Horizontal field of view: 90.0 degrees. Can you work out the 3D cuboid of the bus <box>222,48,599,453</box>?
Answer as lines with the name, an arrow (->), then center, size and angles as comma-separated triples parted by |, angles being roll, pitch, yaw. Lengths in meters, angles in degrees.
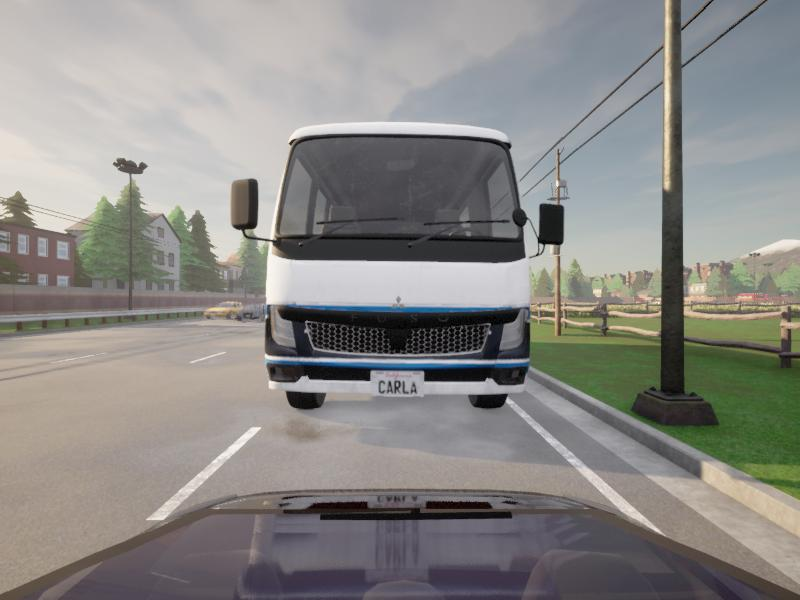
bus -> 0.081, -0.545, 9.389 | 3.944, 4.253, 10.273 | 1, 0, 0

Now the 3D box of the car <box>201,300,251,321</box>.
car -> -14.191, 0.801, 32.967 | 1.801, 1.575, 5.366 | 0, 0, 0

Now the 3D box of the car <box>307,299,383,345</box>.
car -> -2.076, 0.785, 16.777 | 2.152, 1.651, 5.027 | 0, 0, 4

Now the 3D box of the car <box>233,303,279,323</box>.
car -> -10.674, 0.907, 30.026 | 1.994, 1.385, 4.181 | 0, 0, 0
